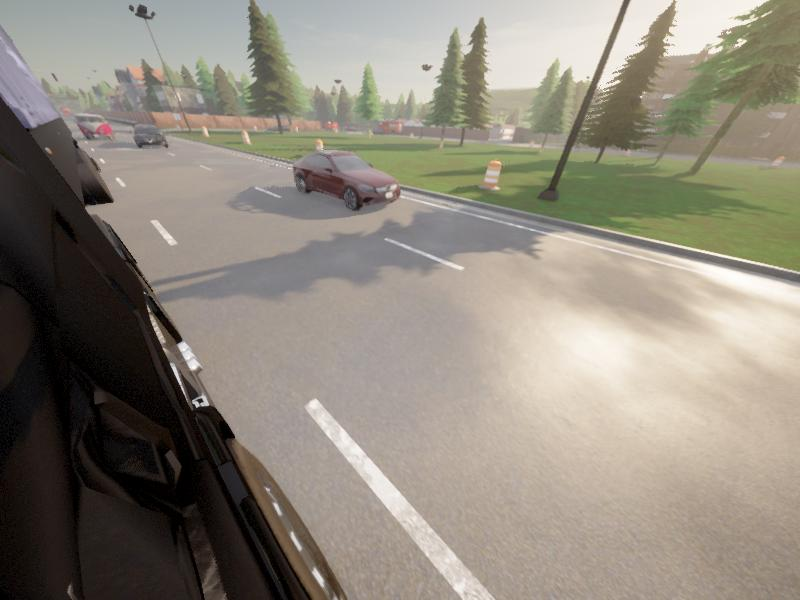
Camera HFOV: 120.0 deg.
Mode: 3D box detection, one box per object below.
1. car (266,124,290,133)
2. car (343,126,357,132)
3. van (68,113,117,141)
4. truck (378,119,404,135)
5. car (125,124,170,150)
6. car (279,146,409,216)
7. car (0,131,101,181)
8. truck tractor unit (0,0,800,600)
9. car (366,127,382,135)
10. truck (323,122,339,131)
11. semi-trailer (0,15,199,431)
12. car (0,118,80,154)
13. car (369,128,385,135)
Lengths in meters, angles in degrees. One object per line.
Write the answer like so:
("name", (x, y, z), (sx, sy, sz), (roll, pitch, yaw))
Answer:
("car", (-29.489, -41.592, 55.930), (2.007, 1.525, 4.514), (29, 44, 30))
("car", (-18.285, -62.192, 84.103), (4.792, 1.488, 2.163), (29, 44, 31))
("van", (-29.817, -16.923, 22.591), (1.775, 1.987, 4.442), (-25, 45, -32))
("truck", (-2.941, -55.103, 73.707), (8.468, 3.827, 2.891), (29, 44, 31))
("car", (-20.601, -13.506, 19.054), (1.837, 1.490, 4.892), (-23, 44, -31))
("car", (-2.093, -4.452, 8.252), (4.674, 1.442, 1.812), (29, 44, 30))
("car", (-15.178, -6.418, 10.087), (4.181, 1.385, 1.994), (29, 46, 31))
("truck tractor unit", (-2.645, -0.295, 0.351), (6.516, 4.208, 3.053), (28, 44, 30))
("car", (-7.799, -51.280, 70.206), (4.611, 1.667, 2.242), (29, 44, 31))
("truck", (-24.342, -60.927, 81.189), (5.204, 2.467, 2.627), (29, 44, 31))
("semi-trailer", (-8.570, -3.697, 4.339), (14.254, 4.402, 2.717), (30, 44, 31))
("car", (-23.532, -10.881, 15.254), (5.027, 1.651, 2.152), (29, 44, 31))
("car", (-7.217, -53.671, 73.594), (5.027, 1.651, 2.152), (29, 44, 31))
